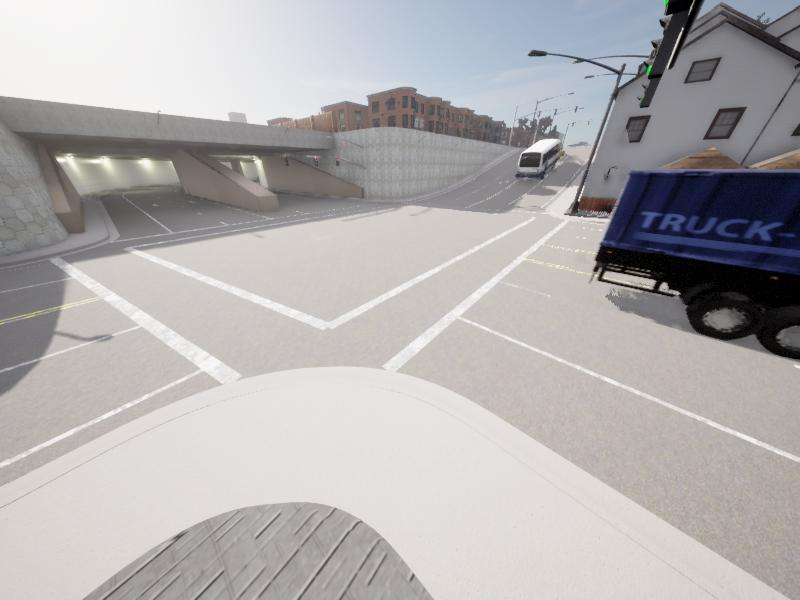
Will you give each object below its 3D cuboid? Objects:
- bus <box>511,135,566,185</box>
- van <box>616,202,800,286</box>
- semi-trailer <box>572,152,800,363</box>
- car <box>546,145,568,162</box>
[{"bbox_3d":[21.842,-22.115,36.340,3.944,4.253,10.273,24,51,34],"label":"bus"},{"bbox_3d":[14.908,-2.901,10.908,6.366,2.431,2.351,24,38,35],"label":"van"},{"bbox_3d":[12.451,-0.102,4.065,14.254,4.402,2.717,23,37,34],"label":"semi-trailer"},{"bbox_3d":[28.967,-27.085,42.659,1.801,1.575,5.366,24,51,34],"label":"car"}]
